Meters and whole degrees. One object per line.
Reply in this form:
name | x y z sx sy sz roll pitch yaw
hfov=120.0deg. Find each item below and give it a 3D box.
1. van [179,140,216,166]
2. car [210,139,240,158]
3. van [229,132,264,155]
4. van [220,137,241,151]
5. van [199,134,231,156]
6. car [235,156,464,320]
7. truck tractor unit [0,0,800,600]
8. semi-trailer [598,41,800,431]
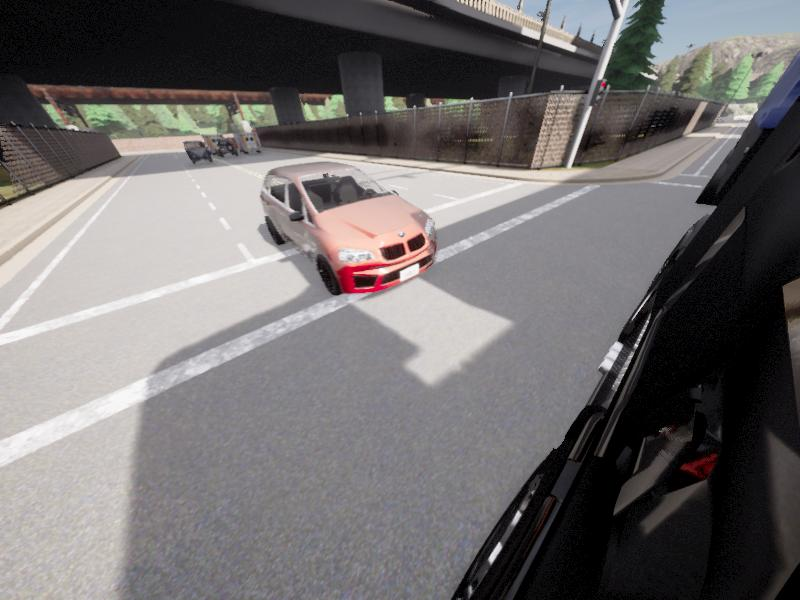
van | -20.406 -14.875 23.260 1.775 1.987 4.442 -28 44 -30
car | -22.534 -19.524 29.702 1.932 1.855 4.605 -28 44 -30
van | -22.558 -23.002 33.894 2.351 2.431 6.366 -28 44 -30
van | -30.838 -28.443 42.070 1.775 1.987 4.442 -28 43 -30
van | -27.749 -23.272 34.594 2.351 2.431 6.366 -28 44 -30
car | -1.346 -1.834 4.834 2.242 1.667 4.611 -29 43 -30
truck tractor unit | 2.645 -0.295 0.352 6.516 4.208 3.053 -28 44 -30
semi-trailer | 8.682 -3.622 4.234 14.254 4.402 2.717 -28 44 -30
